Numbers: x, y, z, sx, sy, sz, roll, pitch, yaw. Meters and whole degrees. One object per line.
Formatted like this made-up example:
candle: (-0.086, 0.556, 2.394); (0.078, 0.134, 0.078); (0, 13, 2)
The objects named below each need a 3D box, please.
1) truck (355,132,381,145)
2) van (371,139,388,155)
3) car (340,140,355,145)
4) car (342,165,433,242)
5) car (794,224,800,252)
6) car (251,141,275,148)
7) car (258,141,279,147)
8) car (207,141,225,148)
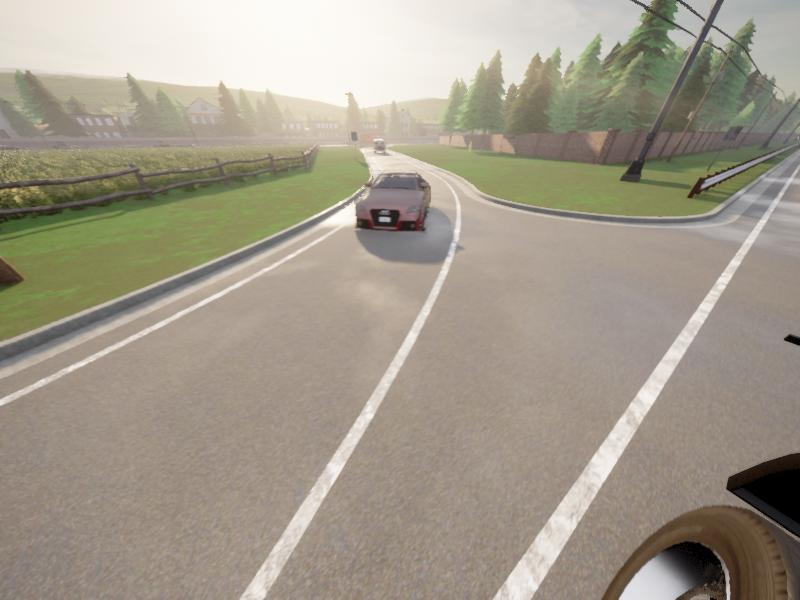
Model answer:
truck: (-11.514, -58.237, 83.259); (8.468, 3.827, 2.891); (-21, 40, -27)
van: (-3.379, -24.791, 37.321); (2.069, 2.038, 4.480); (-6, 35, -8)
car: (-18.951, -56.781, 83.338); (4.902, 1.511, 2.128); (-21, 40, -27)
car: (-0.070, -3.384, 7.519); (1.994, 1.385, 4.181); (5, 36, 8)
car: (12.094, -2.166, 5.456); (5.027, 1.651, 2.152); (-22, 40, -27)
car: (-38.889, -44.158, 65.543); (5.366, 1.575, 1.801); (-21, 40, -27)
car: (-40.662, -48.315, 71.459); (5.008, 1.535, 1.882); (-21, 40, -27)
car: (-53.951, -45.612, 67.726); (3.633, 1.501, 1.845); (-21, 40, -27)
